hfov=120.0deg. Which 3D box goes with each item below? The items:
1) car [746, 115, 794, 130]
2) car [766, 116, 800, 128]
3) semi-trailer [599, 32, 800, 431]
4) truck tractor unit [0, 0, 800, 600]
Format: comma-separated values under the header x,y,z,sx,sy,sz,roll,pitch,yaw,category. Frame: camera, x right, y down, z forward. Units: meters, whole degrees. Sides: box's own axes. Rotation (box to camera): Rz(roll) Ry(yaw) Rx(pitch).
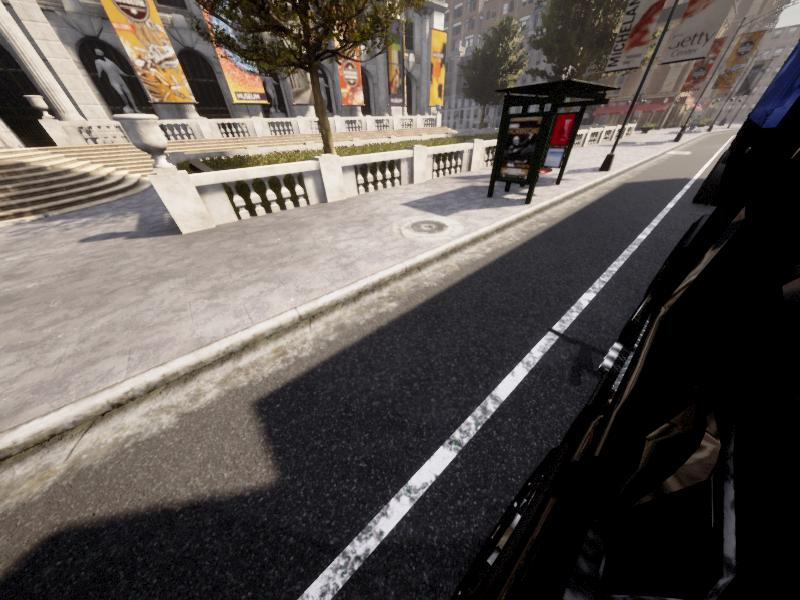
x,y,z,sx,sy,sz,roll,pitch,yaw,category
52.434,-25.185,32.769,4.674,1.452,2.002,-14,38,-15,car
57.891,-26.336,34.088,4.718,1.301,1.895,-8,37,-7,car
8.644,-3.644,4.278,14.254,4.402,2.717,-29,44,-30,semi-trailer
2.645,-0.295,0.352,6.516,4.208,3.053,-28,44,-30,truck tractor unit
